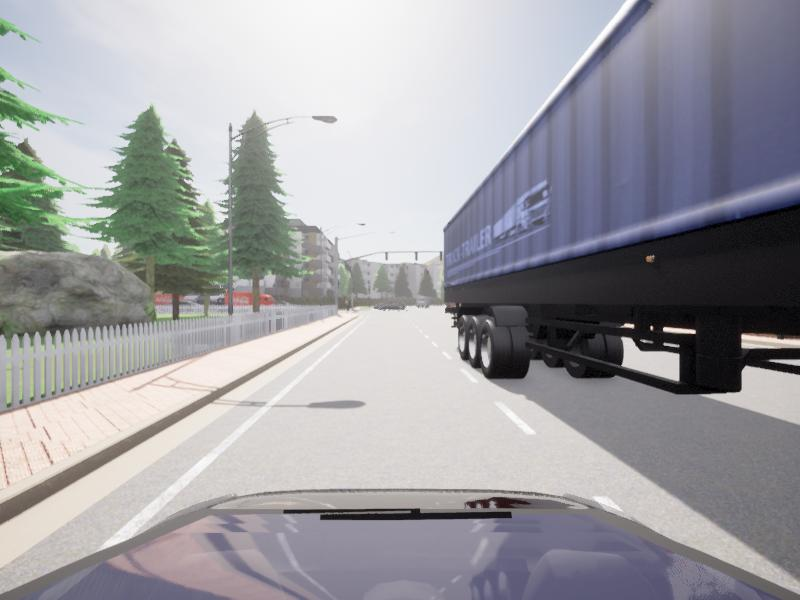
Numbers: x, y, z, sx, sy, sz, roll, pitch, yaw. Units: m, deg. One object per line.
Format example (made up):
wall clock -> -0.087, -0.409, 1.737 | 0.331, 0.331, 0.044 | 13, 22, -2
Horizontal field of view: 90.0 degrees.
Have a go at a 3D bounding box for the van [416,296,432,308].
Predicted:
van -> 5.308, 0.386, 87.635 | 2.351, 2.431, 6.366 | 0, 0, 13

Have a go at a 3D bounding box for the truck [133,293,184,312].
truck -> -31.900, 0.365, 53.042 | 5.204, 2.467, 2.627 | 0, 0, 0

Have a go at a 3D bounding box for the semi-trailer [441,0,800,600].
semi-trailer -> 3.062, -0.617, 6.800 | 2.717, 4.402, 14.254 | 0, 0, -2

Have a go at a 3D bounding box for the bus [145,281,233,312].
bus -> -29.522, -0.525, 56.438 | 10.273, 4.253, 3.944 | 0, 0, 0

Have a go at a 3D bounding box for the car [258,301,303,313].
car -> -14.752, 0.844, 49.654 | 4.902, 1.511, 2.128 | 0, 0, 0

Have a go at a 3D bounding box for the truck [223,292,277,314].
truck -> -17.188, 0.364, 46.139 | 5.204, 2.467, 2.627 | 0, 0, 0

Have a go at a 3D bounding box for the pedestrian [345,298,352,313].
pedestrian -> -6.235, 0.644, 48.177 | 0.751, 1.860, 0.751 | 0, 0, 1

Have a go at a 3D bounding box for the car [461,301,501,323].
car -> 6.005, 0.827, 30.287 | 1.882, 1.535, 5.008 | 0, 0, -2

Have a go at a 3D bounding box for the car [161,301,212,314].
car -> -24.545, 0.852, 46.090 | 4.892, 1.490, 1.837 | 0, 0, 0

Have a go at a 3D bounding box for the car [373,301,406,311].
car -> -1.459, 0.837, 56.741 | 4.514, 1.525, 2.007 | 0, 0, 0
